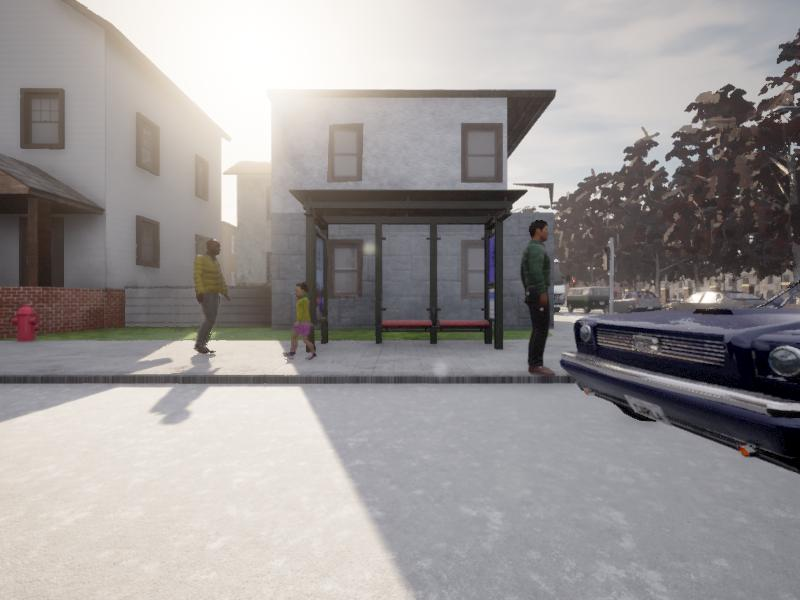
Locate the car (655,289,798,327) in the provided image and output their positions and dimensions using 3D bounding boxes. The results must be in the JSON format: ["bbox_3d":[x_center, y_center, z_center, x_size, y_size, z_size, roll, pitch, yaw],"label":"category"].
[{"bbox_3d":[13.943,0.295,17.675,2.033,1.411,5.357,0,0,2],"label":"car"}]

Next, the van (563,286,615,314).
[{"bbox_3d":[14.270,-0.001,30.576,1.775,1.987,4.442,0,0,-2],"label":"van"}]

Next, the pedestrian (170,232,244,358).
[{"bbox_3d":[-3.040,-0.075,6.357,0.751,1.860,0.751,0,0,11],"label":"pedestrian"}]

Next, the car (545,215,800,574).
[{"bbox_3d":[3.665,0.344,2.696,4.718,1.301,1.895,0,0,-8],"label":"car"}]

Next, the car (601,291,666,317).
[{"bbox_3d":[14.191,0.227,24.569,1.845,1.501,3.633,0,0,-1],"label":"car"}]

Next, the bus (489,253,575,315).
[{"bbox_3d":[10.289,-1.137,32.798,3.944,4.253,10.273,0,0,2],"label":"bus"}]

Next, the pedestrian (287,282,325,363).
[{"bbox_3d":[-1.355,0.305,5.728,0.500,1.100,0.500,0,0,-16],"label":"pedestrian"}]

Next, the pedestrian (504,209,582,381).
[{"bbox_3d":[1.661,-0.054,4.767,0.751,1.860,0.751,0,0,9],"label":"pedestrian"}]
